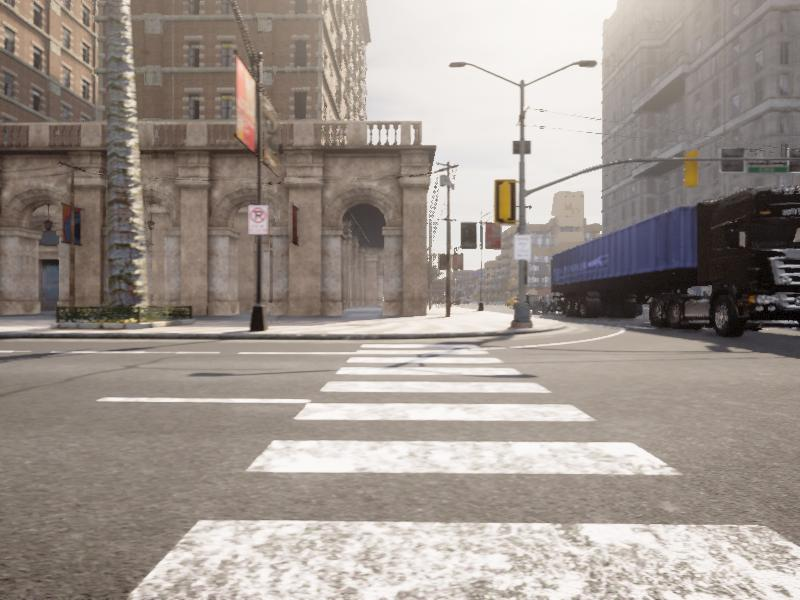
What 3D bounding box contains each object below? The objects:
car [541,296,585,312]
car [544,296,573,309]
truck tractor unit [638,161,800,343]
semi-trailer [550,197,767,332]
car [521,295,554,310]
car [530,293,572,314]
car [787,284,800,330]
[{"bbox_3d":[14.961,0.351,37.062,2.033,1.411,5.357,0,0,1],"label":"car"},{"bbox_3d":[18.694,0.326,47.328,1.816,1.474,4.193,0,0,1],"label":"car"},{"bbox_3d":[10.303,-1.091,12.402,3.053,4.208,6.516,0,0,11],"label":"truck tractor unit"},{"bbox_3d":[11.124,-1.181,20.262,2.717,4.402,14.254,0,0,4],"label":"semi-trailer"},{"bbox_3d":[15.125,0.288,44.294,2.038,1.542,4.974,0,0,1],"label":"car"},{"bbox_3d":[11.320,0.271,30.227,1.845,1.501,3.633,0,0,1],"label":"car"},{"bbox_3d":[14.740,0.238,11.531,1.801,1.575,5.366,0,0,-3],"label":"car"}]
